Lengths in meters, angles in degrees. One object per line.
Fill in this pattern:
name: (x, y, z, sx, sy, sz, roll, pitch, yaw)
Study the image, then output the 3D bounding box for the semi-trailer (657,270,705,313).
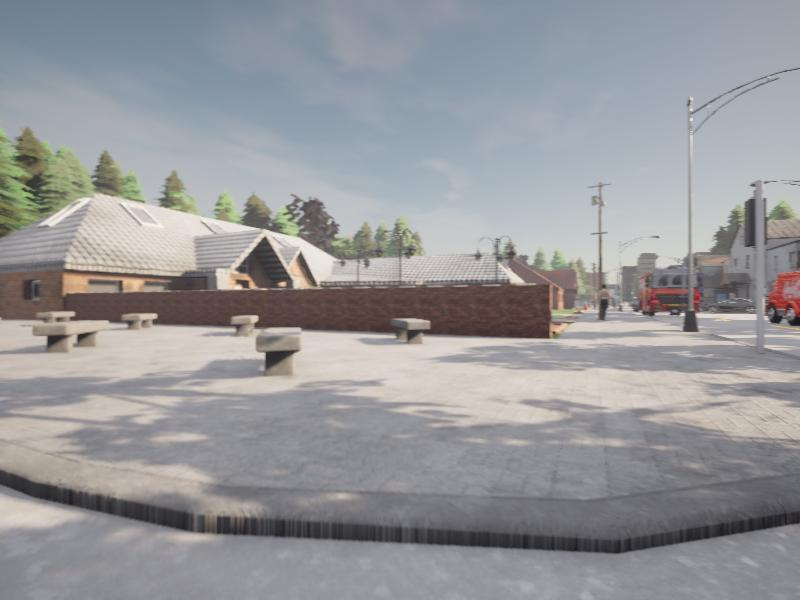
semi-trailer: (33.123, -0.825, 47.737, 2.717, 4.402, 14.254, -1, -1, 27)

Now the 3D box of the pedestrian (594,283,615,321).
pedestrian: (10.493, 0.104, 20.531, 0.751, 1.860, 0.751, 0, -1, -43)

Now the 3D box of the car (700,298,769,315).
car: (32.616, 0.593, 39.092, 2.128, 1.511, 4.902, 4, -3, -41)

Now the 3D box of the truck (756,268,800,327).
truck: (18.976, -0.076, 18.338, 2.627, 2.467, 5.204, 0, 0, 25)

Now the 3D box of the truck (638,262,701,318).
truck: (20.883, -0.656, 31.523, 2.891, 3.827, 8.468, 0, 0, 26)
